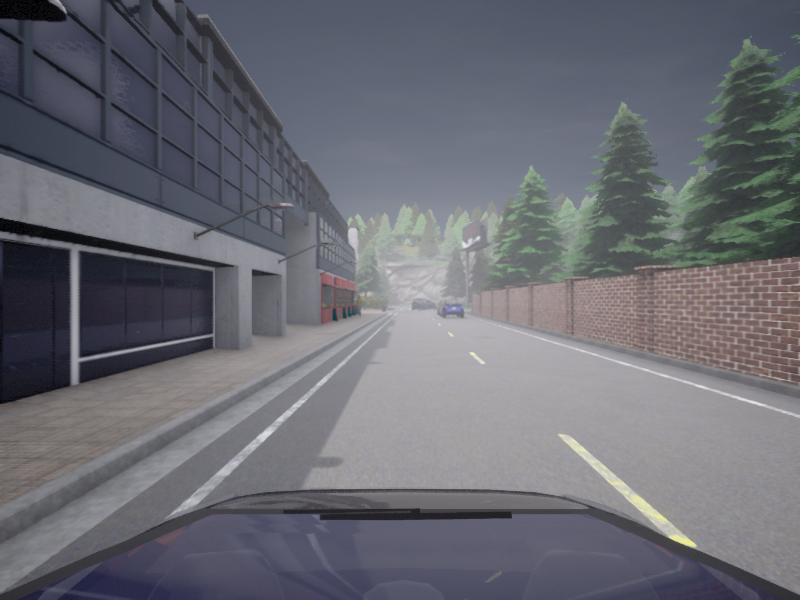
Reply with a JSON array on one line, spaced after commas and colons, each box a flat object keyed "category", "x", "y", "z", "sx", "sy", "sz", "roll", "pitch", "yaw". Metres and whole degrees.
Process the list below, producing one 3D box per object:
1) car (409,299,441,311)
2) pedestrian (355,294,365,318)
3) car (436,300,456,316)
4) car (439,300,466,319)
[{"category": "car", "x": 3.717, "y": 0.669, "z": 58.225, "sx": 2.242, "sy": 1.667, "sz": 4.611, "roll": 1, "pitch": 0, "yaw": 43}, {"category": "pedestrian", "x": -3.149, "y": 0.453, "z": 31.403, "sx": 0.751, "sy": 1.860, "sz": 0.751, "roll": 0, "pitch": 0, "yaw": 0}, {"category": "car", "x": 4.762, "y": 0.772, "z": 41.866, "sx": 1.789, "sy": 1.549, "sz": 3.705, "roll": 0, "pitch": 0, "yaw": 2}, {"category": "car", "x": 4.573, "y": 0.792, "z": 35.451, "sx": 2.007, "sy": 1.525, "sz": 4.514, "roll": 0, "pitch": 0, "yaw": 2}]
